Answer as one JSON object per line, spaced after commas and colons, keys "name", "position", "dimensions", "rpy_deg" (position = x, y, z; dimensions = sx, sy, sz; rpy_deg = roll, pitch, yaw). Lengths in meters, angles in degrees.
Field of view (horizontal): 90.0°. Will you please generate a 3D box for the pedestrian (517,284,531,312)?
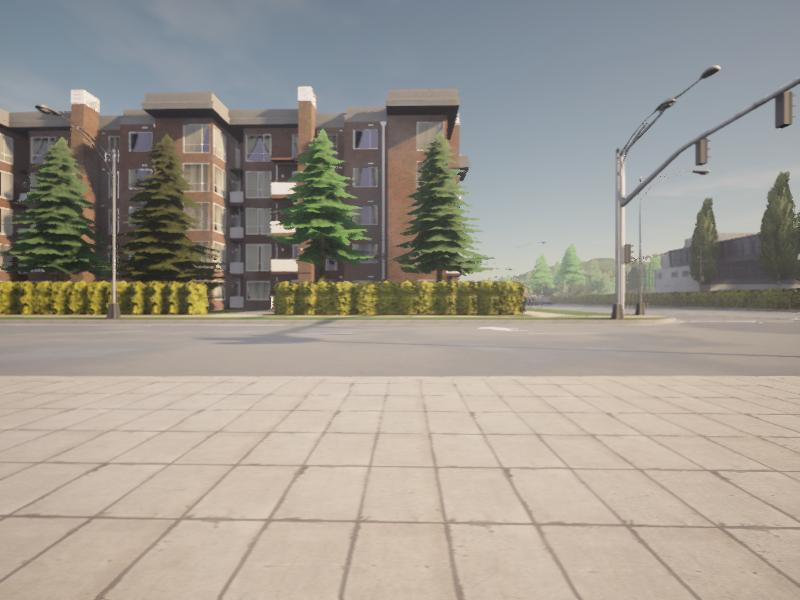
{"name": "pedestrian", "position": [8.418, -0.110, 27.105], "dimensions": [0.751, 1.860, 0.751], "rpy_deg": [0, 0, 2]}
